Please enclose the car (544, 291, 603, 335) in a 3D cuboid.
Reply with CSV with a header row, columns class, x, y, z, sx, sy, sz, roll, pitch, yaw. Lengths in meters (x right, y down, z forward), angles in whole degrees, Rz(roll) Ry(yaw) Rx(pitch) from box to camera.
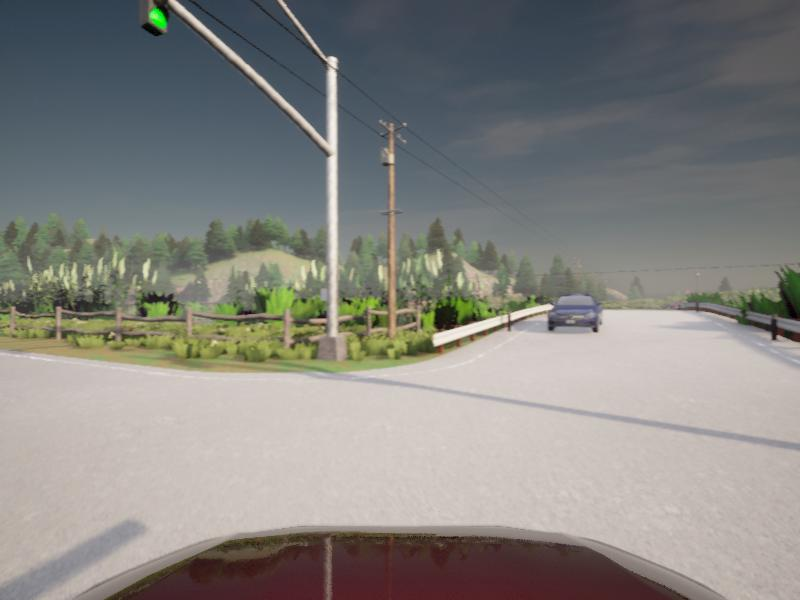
class,x,y,z,sx,sy,sz,roll,pitch,yaw
car,7.455,0.438,16.904,1.812,1.442,4.674,0,3,29
